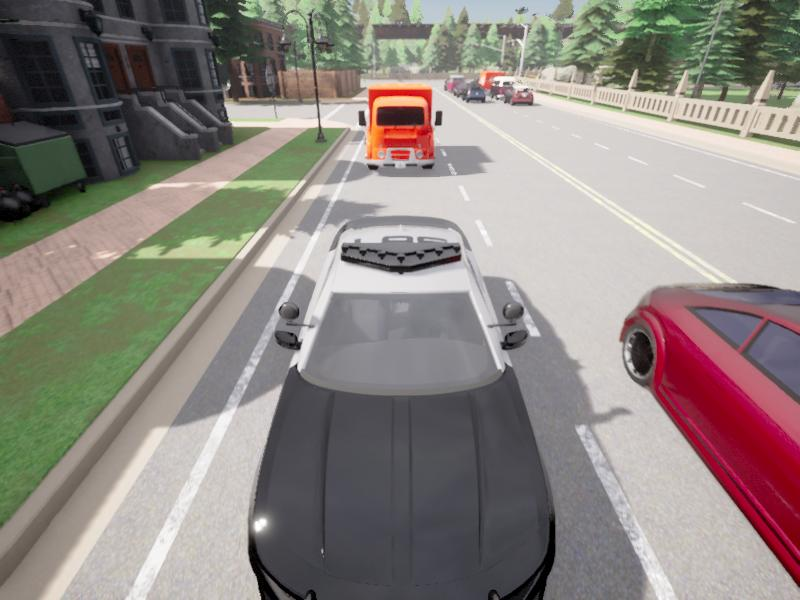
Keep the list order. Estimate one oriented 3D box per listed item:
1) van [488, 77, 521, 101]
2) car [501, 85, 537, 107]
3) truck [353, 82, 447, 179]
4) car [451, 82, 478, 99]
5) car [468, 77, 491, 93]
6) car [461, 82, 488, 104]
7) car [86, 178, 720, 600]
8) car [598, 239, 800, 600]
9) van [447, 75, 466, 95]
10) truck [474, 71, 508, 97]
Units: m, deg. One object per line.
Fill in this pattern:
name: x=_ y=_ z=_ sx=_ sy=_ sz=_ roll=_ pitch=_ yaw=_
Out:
van: x=10.513 y=-21.547 z=40.760 sx=2.069 sy=2.038 sz=4.480 roll=0 pitch=30 yaw=0
car: x=10.514 y=-18.147 z=35.510 sx=1.970 sy=1.475 sz=3.806 roll=0 pitch=30 yaw=0
truck: x=0.010 y=-6.143 z=14.046 sx=2.627 sy=2.467 sz=5.204 roll=0 pitch=30 yaw=0
car: x=7.015 y=-23.043 z=43.964 sx=2.033 sy=1.411 sz=5.357 roll=0 pitch=30 yaw=0
car: x=10.513 y=-28.664 z=53.327 sx=2.033 sy=1.649 sz=4.856 roll=0 pitch=30 yaw=0
car: x=7.015 y=-19.721 z=38.077 sx=1.851 sy=1.617 sz=3.988 roll=0 pitch=30 yaw=0
car: x=0.010 y=0.280 z=3.893 sx=1.930 sy=1.638 sz=5.238 roll=0 pitch=30 yaw=0
car: x=3.511 y=0.990 z=2.939 sx=1.994 sy=1.385 sz=4.181 roll=0 pitch=31 yaw=0
van: x=7.013 y=-26.888 z=49.945 sx=1.775 sy=1.987 sz=4.442 roll=0 pitch=30 yaw=0
truck: x=10.516 y=-25.238 z=46.641 sx=2.627 sy=2.467 sz=5.204 roll=0 pitch=30 yaw=0
